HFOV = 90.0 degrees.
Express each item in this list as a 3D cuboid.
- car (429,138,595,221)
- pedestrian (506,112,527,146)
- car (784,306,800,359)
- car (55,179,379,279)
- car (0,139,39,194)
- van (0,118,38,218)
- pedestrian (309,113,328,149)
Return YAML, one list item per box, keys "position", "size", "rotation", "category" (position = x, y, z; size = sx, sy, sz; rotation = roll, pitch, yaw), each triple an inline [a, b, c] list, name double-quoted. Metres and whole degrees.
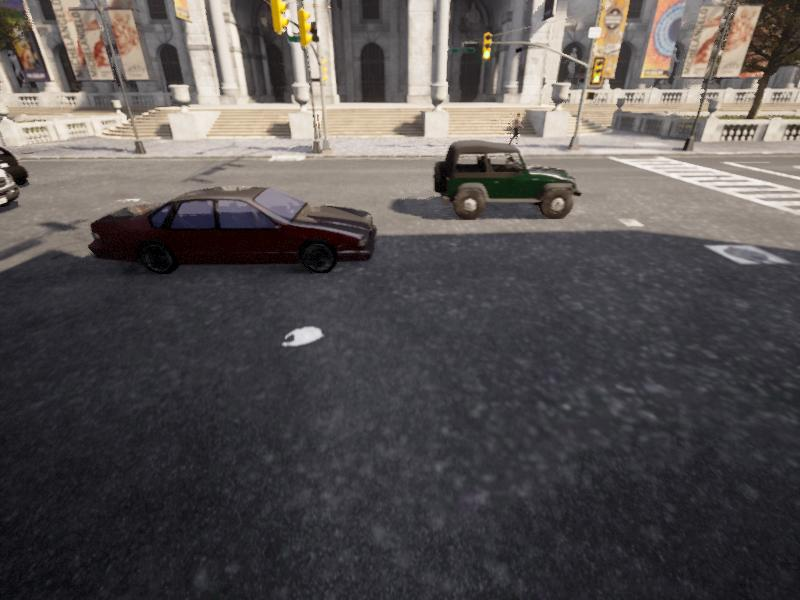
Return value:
- position: [2.832, -3.375, 11.048]
  size: [3.866, 1.878, 1.905]
  rotation: [0, 27, 0]
  category: "car"
- position: [6.981, -10.249, 23.991]
  size: [0.751, 1.860, 0.751]
  rotation: [-5, 28, -8]
  category: "pedestrian"
- position: [5.314, 0.917, 3.152]
  size: [1.816, 1.474, 4.193]
  rotation: [10, 29, 20]
  category: "car"
- position: [-3.171, -1.503, 8.021]
  size: [5.357, 1.411, 2.033]
  rotation: [0, 27, 0]
  category: "car"
- position: [-15.831, -4.707, 14.131]
  size: [3.988, 1.617, 1.851]
  rotation: [0, 27, 0]
  category: "car"
- position: [-14.092, -3.526, 10.808]
  size: [5.915, 2.561, 1.988]
  rotation: [-1, 27, 0]
  category: "van"
- position: [-4.707, -9.784, 23.207]
  size: [0.751, 1.860, 0.751]
  rotation: [-1, 27, -1]
  category: "pedestrian"
